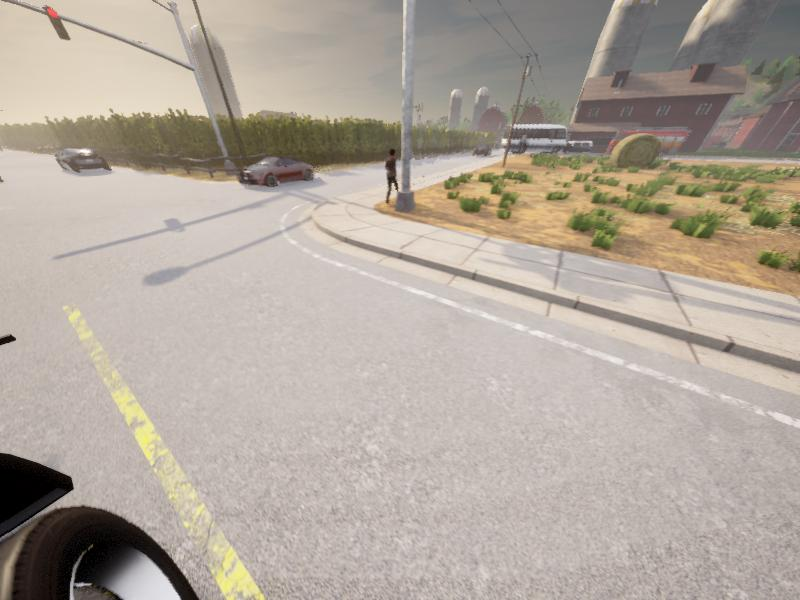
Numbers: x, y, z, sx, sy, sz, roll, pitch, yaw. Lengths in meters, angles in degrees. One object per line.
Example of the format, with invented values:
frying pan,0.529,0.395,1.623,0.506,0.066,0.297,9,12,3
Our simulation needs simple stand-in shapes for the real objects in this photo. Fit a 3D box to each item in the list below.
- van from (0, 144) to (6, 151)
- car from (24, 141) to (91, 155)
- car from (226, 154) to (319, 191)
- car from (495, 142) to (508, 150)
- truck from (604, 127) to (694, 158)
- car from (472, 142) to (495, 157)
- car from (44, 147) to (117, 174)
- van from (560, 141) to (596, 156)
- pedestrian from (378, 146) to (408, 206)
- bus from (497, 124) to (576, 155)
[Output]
van,-70.088,-26.628,39.393,4.442,1.987,1.775,19,39,24
car,-50.479,-22.578,34.205,1.801,1.575,5.366,25,42,30
car,-7.118,-7.538,13.459,1.994,1.385,4.181,18,38,23
car,27.117,-41.282,61.775,2.038,1.542,4.974,18,39,23
truck,38.652,-24.900,36.528,8.468,3.827,2.891,18,39,23
car,13.025,-23.508,36.066,2.097,1.767,4.553,19,39,24
car,-24.928,-10.967,18.043,4.792,1.488,2.163,19,39,25
van,31.018,-26.669,40.513,4.480,2.038,2.069,18,39,24
pedestrian,-0.249,-4.652,8.689,0.751,1.860,0.751,19,39,24
bus,23.197,-27.708,39.989,10.273,4.253,3.944,1,35,1
